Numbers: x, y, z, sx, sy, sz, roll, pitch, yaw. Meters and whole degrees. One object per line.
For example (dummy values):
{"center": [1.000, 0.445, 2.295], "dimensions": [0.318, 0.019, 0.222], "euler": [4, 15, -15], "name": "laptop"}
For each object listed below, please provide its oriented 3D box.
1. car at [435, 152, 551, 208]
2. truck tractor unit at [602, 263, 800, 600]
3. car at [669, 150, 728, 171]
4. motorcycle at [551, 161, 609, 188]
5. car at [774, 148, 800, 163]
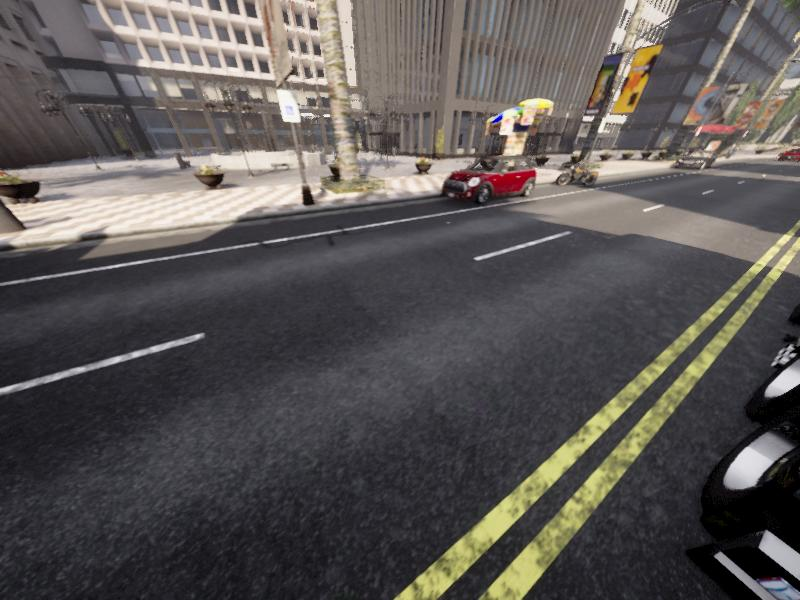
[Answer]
{"center": [4.197, -5.676, 10.616], "dimensions": [4.553, 1.767, 2.185], "euler": [-18, 39, -25], "name": "car"}
{"center": [5.113, -0.300, 0.783], "dimensions": [6.516, 4.208, 3.053], "euler": [-18, 39, -24], "name": "truck tractor unit"}
{"center": [29.574, -13.918, 22.904], "dimensions": [4.892, 1.521, 2.231], "euler": [-18, 39, -25], "name": "car"}
{"center": [10.625, -7.459, 13.732], "dimensions": [2.356, 1.277, 0.764], "euler": [0, 35, 0], "name": "motorcycle"}
{"center": [54.496, -19.978, 31.832], "dimensions": [5.008, 1.535, 1.882], "euler": [-17, 38, -23], "name": "car"}
